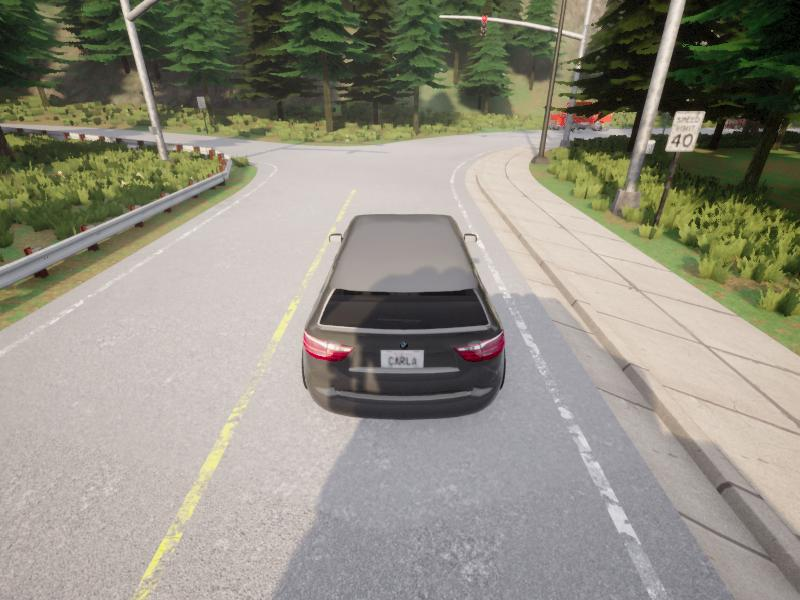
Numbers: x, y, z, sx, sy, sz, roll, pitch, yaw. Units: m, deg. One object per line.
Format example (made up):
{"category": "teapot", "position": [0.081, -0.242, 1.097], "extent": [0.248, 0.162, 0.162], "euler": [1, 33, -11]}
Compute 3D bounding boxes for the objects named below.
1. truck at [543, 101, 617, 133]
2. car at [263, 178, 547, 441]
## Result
{"category": "truck", "position": [16.025, -16.447, 35.896], "extent": [5.204, 2.467, 2.627], "euler": [-7, 27, -13]}
{"category": "car", "position": [0.043, -0.415, 5.590], "extent": [2.242, 1.667, 4.611], "euler": [0, 27, 0]}
